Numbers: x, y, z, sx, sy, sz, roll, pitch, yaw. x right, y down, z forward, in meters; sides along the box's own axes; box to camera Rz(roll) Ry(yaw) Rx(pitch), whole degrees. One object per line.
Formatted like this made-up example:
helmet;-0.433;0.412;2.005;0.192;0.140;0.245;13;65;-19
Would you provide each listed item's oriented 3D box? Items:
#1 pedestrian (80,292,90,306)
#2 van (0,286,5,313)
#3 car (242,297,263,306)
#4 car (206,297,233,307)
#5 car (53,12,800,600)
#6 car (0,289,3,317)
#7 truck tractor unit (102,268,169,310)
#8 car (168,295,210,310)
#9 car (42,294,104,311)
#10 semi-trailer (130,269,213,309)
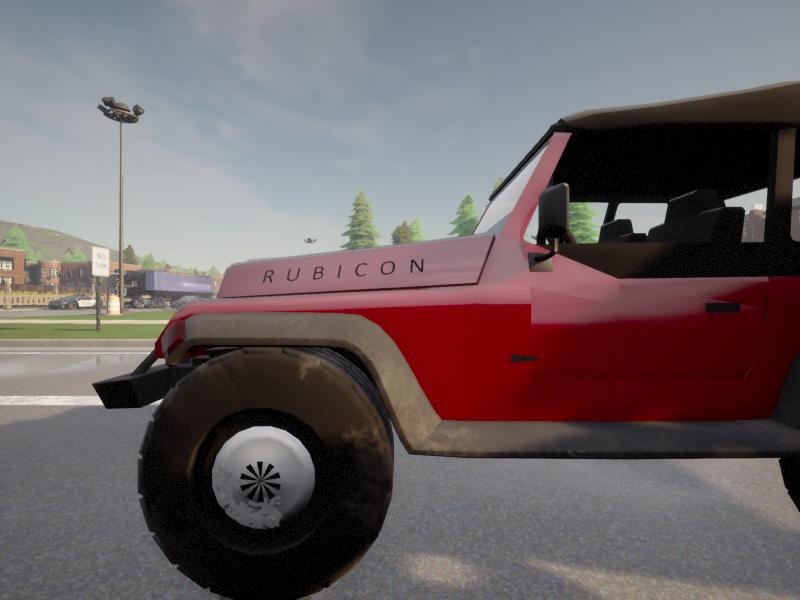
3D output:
pedestrian;-41.045;-0.115;52.197;0.751;1.860;0.751;0;0;-8
van;-31.764;-0.029;28.914;2.069;2.038;4.480;0;0;-1
car;-25.243;0.244;68.679;1.837;1.490;4.892;0;0;-1
car;-25.116;0.307;55.865;1.994;1.385;4.181;0;0;-1
car;0.853;0.046;2.203;3.866;1.878;1.905;0;0;0
car;-24.670;0.180;21.263;2.152;1.651;5.027;0;0;-1
truck tractor unit;-28.443;-1.121;43.403;3.053;4.208;6.516;0;0;-1
car;-21.409;0.270;40.816;1.812;1.442;4.674;0;0;-1
car;-31.892;0.232;39.251;2.038;1.542;4.974;0;-1;-1
semi-trailer;-28.536;-1.217;51.316;2.717;4.402;14.254;0;0;-1
